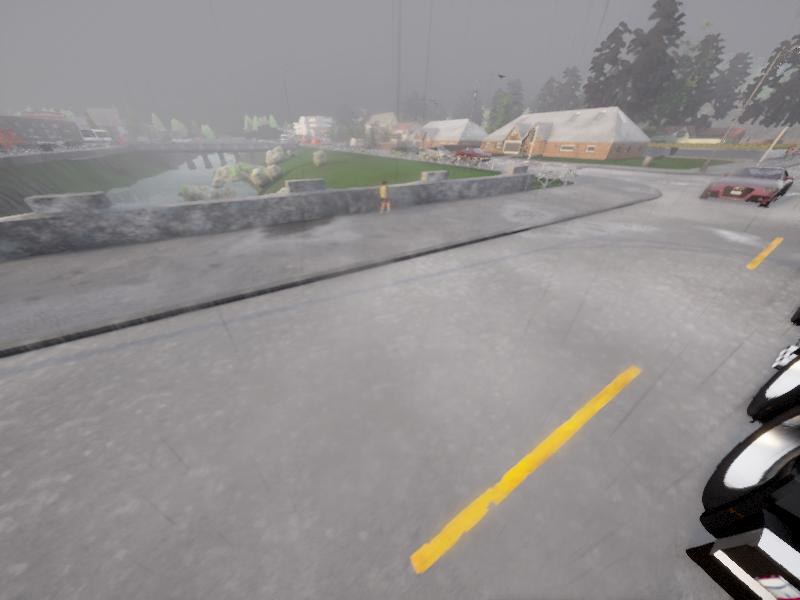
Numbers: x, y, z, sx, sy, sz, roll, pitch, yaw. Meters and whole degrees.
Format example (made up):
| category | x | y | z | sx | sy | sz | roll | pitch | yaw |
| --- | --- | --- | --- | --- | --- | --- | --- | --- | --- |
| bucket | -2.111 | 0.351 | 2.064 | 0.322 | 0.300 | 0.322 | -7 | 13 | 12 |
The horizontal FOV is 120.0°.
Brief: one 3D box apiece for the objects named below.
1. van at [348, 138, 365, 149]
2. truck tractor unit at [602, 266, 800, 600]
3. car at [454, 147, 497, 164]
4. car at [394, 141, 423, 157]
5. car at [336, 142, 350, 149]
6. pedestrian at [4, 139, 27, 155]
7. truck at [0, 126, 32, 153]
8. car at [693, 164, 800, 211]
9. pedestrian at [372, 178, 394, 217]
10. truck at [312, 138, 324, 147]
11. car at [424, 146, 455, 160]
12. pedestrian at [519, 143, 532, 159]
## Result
| category | x | y | z | sx | sy | sz | roll | pitch | yaw |
| --- | --- | --- | --- | --- | --- | --- | --- | --- | --- |
| van | -12.486 | -44.487 | 65.686 | 2.351 | 2.431 | 6.366 | -18 | 39 | -24 |
| truck tractor unit | 5.118 | -0.292 | 0.784 | 6.516 | 4.208 | 3.053 | -18 | 39 | -24 |
| car | 9.077 | -17.848 | 28.398 | 1.882 | 1.535 | 5.008 | -17 | 39 | -24 |
| car | 1.342 | -25.804 | 39.309 | 2.150 | 2.045 | 5.566 | -18 | 39 | -24 |
| car | -15.844 | -42.902 | 64.115 | 2.038 | 1.542 | 4.974 | -18 | 39 | -24 |
| pedestrian | -55.804 | -22.232 | 33.568 | 0.751 | 1.860 | 0.751 | -20 | 40 | -26 |
| truck | -70.849 | -28.072 | 40.312 | 2.891 | 3.827 | 8.468 | -18 | 39 | -24 |
| car | 15.924 | -5.228 | 10.475 | 4.181 | 1.385 | 1.994 | -18 | 39 | -24 |
| pedestrian | -0.573 | -3.473 | 7.805 | 0.500 | 1.100 | 0.500 | -25 | 42 | -31 |
| truck | -30.124 | -57.631 | 84.373 | 2.627 | 2.467 | 5.204 | -18 | 39 | -24 |
| car | 5.561 | -21.345 | 33.400 | 2.007 | 1.525 | 4.514 | -18 | 39 | -24 |
| pedestrian | 17.208 | -20.483 | 31.755 | 0.751 | 1.860 | 0.751 | -18 | 39 | -24 |
